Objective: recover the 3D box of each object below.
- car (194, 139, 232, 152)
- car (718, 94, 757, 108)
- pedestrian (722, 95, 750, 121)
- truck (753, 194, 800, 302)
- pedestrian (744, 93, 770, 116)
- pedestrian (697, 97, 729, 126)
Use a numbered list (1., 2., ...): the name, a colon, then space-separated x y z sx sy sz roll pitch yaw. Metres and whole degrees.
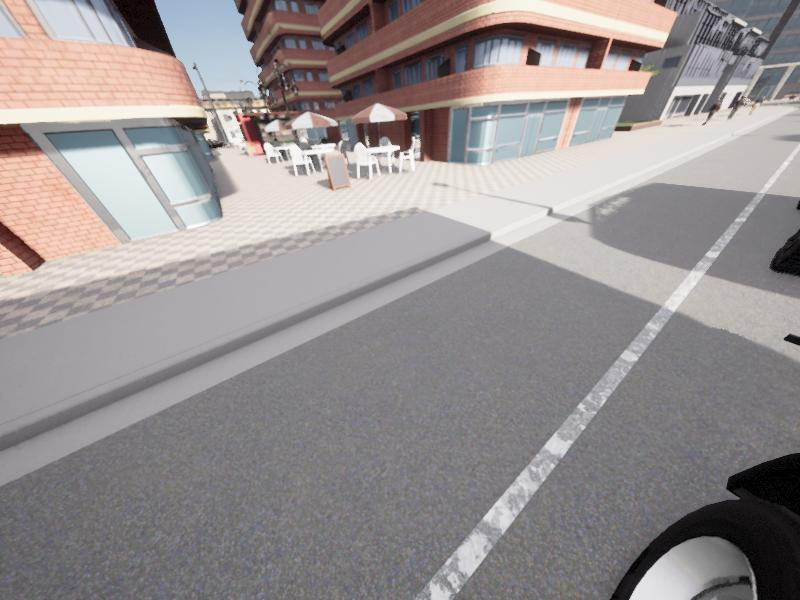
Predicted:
1. car: -34.827 -28.993 43.225 5.357 1.411 2.033 -26 42 -24
2. car: 71.234 -42.048 48.934 1.932 1.855 4.605 5 38 10
3. pedestrian: 32.797 -18.727 22.542 0.751 1.860 0.751 -31 45 -30
4. truck: 8.181 -1.652 3.144 6.274 2.098 2.390 -26 42 -25
5. pedestrian: 40.163 -22.030 26.037 0.751 1.860 0.751 -33 46 -31
6. pedestrian: 26.837 -16.151 19.833 0.751 1.860 0.751 -23 41 -23
